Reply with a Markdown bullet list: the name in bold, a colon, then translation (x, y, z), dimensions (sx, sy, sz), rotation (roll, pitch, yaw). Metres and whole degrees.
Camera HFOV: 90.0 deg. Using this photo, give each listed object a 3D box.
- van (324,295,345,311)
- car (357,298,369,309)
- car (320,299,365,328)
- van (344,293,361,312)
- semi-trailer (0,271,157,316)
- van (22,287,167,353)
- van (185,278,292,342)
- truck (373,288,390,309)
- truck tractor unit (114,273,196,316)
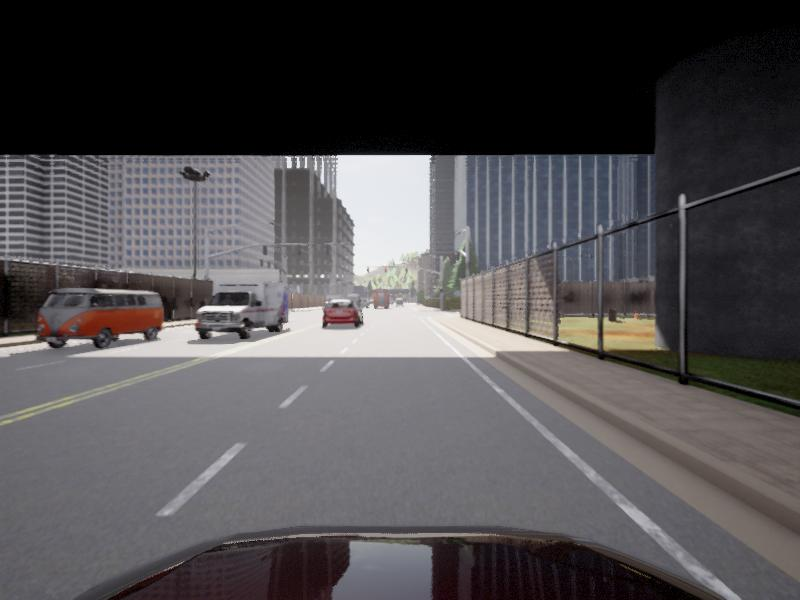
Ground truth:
- **van**: translation (-10.532, 0.395, 64.497), dimensions (2.351, 2.431, 6.366), rotation (0, 0, 0)
- **car**: translation (-7.039, 0.665, 76.228), dimensions (1.932, 1.855, 4.605), rotation (0, 2, 0)
- **car**: translation (-3.489, 0.763, 25.124), dimensions (2.242, 1.667, 4.611), rotation (0, 0, 0)
- **van**: translation (-6.895, 0.337, 59.014), dimensions (1.988, 2.561, 5.915), rotation (0, 0, -2)
- **semi-trailer**: translation (-33.041, -0.662, 41.296), dimensions (14.254, 4.402, 2.717), rotation (0, 0, 0)
- **van**: translation (-10.504, 0.603, 14.268), dimensions (1.775, 1.987, 4.442), rotation (0, 0, 0)
- **van**: translation (-7.009, 0.383, 18.430), dimensions (2.351, 2.431, 6.366), rotation (0, 0, 0)
- **truck**: translation (-3.533, -0.301, 79.101), dimensions (2.891, 3.827, 8.468), rotation (0, 0, 0)
- **truck tractor unit**: translation (-25.129, -0.560, 41.292), dimensions (6.516, 4.208, 3.053), rotation (0, 0, 0)
